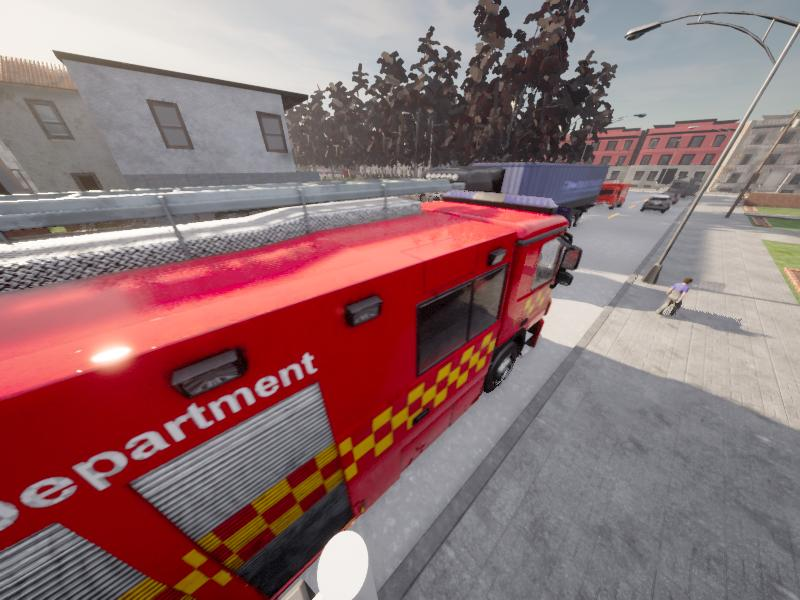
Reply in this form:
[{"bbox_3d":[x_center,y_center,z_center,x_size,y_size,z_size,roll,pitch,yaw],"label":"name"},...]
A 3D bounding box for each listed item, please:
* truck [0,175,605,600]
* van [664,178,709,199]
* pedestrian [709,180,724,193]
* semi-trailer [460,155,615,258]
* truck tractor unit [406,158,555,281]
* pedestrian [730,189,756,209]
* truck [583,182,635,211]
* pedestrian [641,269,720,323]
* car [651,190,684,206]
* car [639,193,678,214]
[{"bbox_3d":[-0.842,0.506,3.308,8.468,3.827,2.891,-23,37,-34],"label":"truck"},{"bbox_3d":[42.713,-16.758,34.495,5.915,2.561,1.988,-15,32,-23],"label":"van"},{"bbox_3d":[54.193,-19.463,39.600,0.751,1.860,0.751,25,39,37],"label":"pedestrian"},{"bbox_3d":[9.856,-6.854,15.458,14.254,4.402,2.717,-23,37,-34],"label":"semi-trailer"},{"bbox_3d":[3.798,-4.225,11.098,6.516,4.208,3.053,-22,37,-34],"label":"truck tractor unit"},{"bbox_3d":[35.829,-10.563,24.168,0.751,1.860,0.751,26,39,37],"label":"pedestrian"},{"bbox_3d":[23.165,-11.588,25.609,5.204,2.467,2.627,-23,37,-34],"label":"truck"},{"bbox_3d":[7.995,-0.127,6.669,0.751,1.300,0.751,-5,30,-8],"label":"pedestrian"},{"bbox_3d":[33.365,-12.774,28.763,4.181,1.385,1.994,-23,37,-34],"label":"car"},{"bbox_3d":[26.937,-10.128,24.071,3.806,1.475,1.970,-23,37,-34],"label":"car"}]
